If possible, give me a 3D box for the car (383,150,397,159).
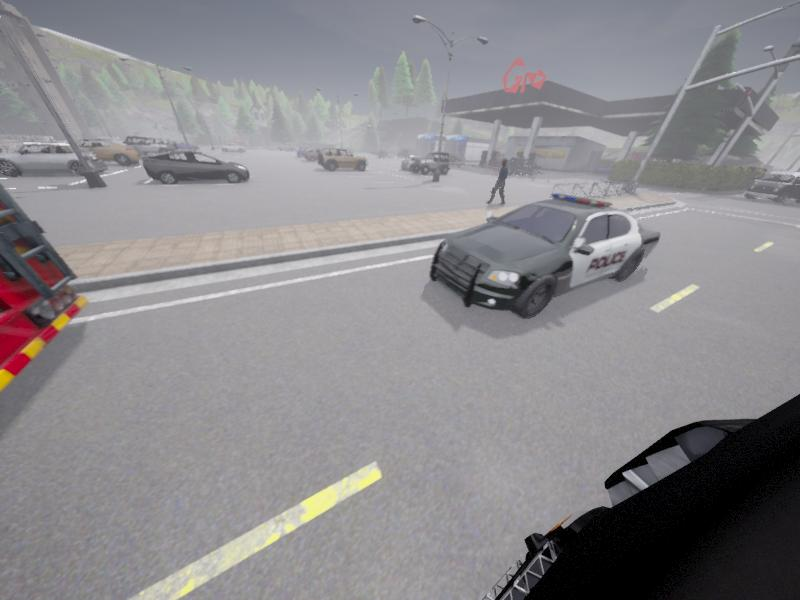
[{"bbox_3d":[-2.445,-34.772,55.153,1.970,1.475,3.806,-14,37,-24],"label":"car"}]

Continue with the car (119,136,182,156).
[{"bbox_3d":[-29.893,-18.609,27.951,4.605,1.855,1.932,-15,37,-25],"label":"car"}]

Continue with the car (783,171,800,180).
[{"bbox_3d":[89.716,-27.339,50.981,1.882,1.535,5.008,-14,37,-24],"label":"car"}]

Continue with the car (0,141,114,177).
[{"bbox_3d":[-18.810,-7.515,12.335,3.806,1.475,1.970,-15,37,-25],"label":"car"}]

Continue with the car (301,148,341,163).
[{"bbox_3d":[-10.592,-19.484,31.114,4.514,1.523,2.007,-15,37,-25],"label":"car"}]

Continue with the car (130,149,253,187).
[{"bbox_3d":[-10.877,-7.236,12.643,4.514,1.523,2.007,-15,37,-25],"label":"car"}]

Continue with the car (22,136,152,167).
[{"bbox_3d":[-22.121,-10.742,16.799,5.027,1.636,2.152,-15,37,-25],"label":"car"}]

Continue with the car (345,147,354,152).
[{"bbox_3d":[-18.846,-56.505,86.544,1.789,1.549,3.705,-18,39,-28],"label":"car"}]

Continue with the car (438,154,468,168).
[{"bbox_3d":[8.622,-22.855,37.909,2.033,1.649,4.856,-15,38,-24],"label":"car"}]

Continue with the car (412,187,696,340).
[{"bbox_3d":[2.957,-1.166,4.553,4.974,1.542,2.038,-14,37,-25],"label":"car"}]

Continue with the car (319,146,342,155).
[{"bbox_3d":[-15.635,-33.805,52.374,4.514,1.523,2.007,-15,37,-25],"label":"car"}]

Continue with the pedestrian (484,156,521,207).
[{"bbox_3d":[4.348,-5.071,9.920,0.751,1.860,0.751,-1,34,-6],"label":"pedestrian"}]

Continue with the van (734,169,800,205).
[{"bbox_3d":[29.173,-8.529,17.499,4.480,2.038,2.069,-4,36,-11],"label":"van"}]

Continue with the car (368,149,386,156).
[{"bbox_3d":[-6.637,-42.605,66.626,4.792,1.488,2.163,23,39,28],"label":"car"}]

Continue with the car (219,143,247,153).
[{"bbox_3d":[-30.616,-27.976,42.525,3.806,1.475,1.970,-15,37,-25],"label":"car"}]

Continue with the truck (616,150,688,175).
[{"bbox_3d":[49.947,-27.579,46.212,2.891,3.827,8.468,-14,37,-24],"label":"truck"}]

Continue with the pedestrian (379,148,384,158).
[{"bbox_3d":[-3.967,-31.643,49.653,0.751,1.860,0.751,-11,36,-20],"label":"pedestrian"}]

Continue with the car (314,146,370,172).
[{"bbox_3d":[-5.330,-13.207,21.700,4.605,1.855,1.932,-15,37,-25],"label":"car"}]

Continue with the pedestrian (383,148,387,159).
[{"bbox_3d":[-3.151,-30.653,48.224,0.751,1.860,0.751,-14,37,-24],"label":"pedestrian"}]

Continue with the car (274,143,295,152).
[{"bbox_3d":[-30.832,-40.919,61.869,4.605,1.855,1.932,-15,38,-25],"label":"car"}]

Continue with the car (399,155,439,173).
[{"bbox_3d":[2.107,-14.959,25.386,3.806,1.475,1.970,-15,37,-25],"label":"car"}]

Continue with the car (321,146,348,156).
[{"bbox_3d":[-14.108,-32.243,50.122,5.027,1.636,2.152,-15,37,-25],"label":"car"}]

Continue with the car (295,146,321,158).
[{"bbox_3d":[-15.273,-24.514,38.370,3.633,1.501,1.845,-15,37,-25],"label":"car"}]

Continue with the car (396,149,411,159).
[{"bbox_3d":[0.794,-35.592,56.259,1.905,1.878,3.866,-14,37,-24],"label":"car"}]

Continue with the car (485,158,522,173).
[{"bbox_3d":[15.122,-19.915,34.075,2.007,1.525,4.514,-14,37,-24],"label":"car"}]

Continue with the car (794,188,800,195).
[{"bbox_3d":[40.713,-10.864,22.305,4.674,1.442,1.812,-14,36,-25],"label":"car"}]

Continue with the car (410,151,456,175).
[{"bbox_3d":[3.150,-13.378,22.571,3.866,1.878,1.905,-15,37,-25],"label":"car"}]

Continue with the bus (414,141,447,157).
[{"bbox_3d":[10.274,-50.801,77.753,10.273,4.253,3.944,-15,38,-25],"label":"bus"}]

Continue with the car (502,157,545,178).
[{"bbox_3d":[14.894,-16.178,28.097,1.905,1.878,3.866,-14,37,-24],"label":"car"}]

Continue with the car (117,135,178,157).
[{"bbox_3d":[-28.158,-17.256,26.009,3.866,1.878,1.905,-15,37,-25],"label":"car"}]

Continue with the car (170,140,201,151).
[{"bbox_3d":[-38.556,-27.780,41.600,3.633,1.501,1.845,-15,37,-25],"label":"car"}]

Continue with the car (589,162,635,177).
[{"bbox_3d":[33.331,-20.593,36.485,2.242,1.667,4.611,-15,37,-25],"label":"car"}]
